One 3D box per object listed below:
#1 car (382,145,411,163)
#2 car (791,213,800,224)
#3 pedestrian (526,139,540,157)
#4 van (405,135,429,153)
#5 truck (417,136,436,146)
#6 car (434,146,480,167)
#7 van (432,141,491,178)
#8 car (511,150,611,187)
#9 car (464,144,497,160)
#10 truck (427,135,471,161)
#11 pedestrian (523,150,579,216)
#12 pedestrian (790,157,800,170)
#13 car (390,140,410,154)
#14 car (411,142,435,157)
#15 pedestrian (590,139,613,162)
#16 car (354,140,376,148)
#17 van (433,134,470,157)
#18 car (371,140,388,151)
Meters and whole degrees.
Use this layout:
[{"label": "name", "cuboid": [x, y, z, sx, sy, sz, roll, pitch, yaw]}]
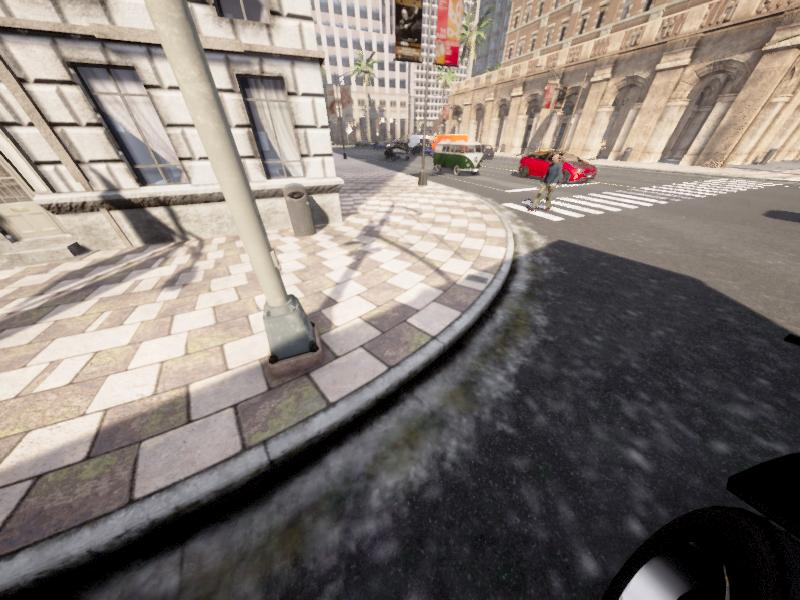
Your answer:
[{"label": "car", "cuboid": [-0.490, -16.805, 26.514, 1.812, 1.442, 4.674, -13, 38, -18]}, {"label": "car", "cuboid": [13.831, -2.287, 5.740, 1.845, 1.501, 3.633, -14, 37, -18]}, {"label": "pedestrian", "cuboid": [16.935, -19.365, 29.361, 0.751, 1.860, 0.751, -7, 36, -10]}, {"label": "van", "cuboid": [2.956, -28.426, 42.032, 1.988, 2.561, 5.915, -13, 37, -18]}, {"label": "truck", "cuboid": [8.302, -49.519, 71.989, 5.204, 2.467, 2.627, -13, 37, -18]}, {"label": "car", "cuboid": [5.333, -13.968, 22.407, 1.837, 1.490, 4.892, -14, 37, -18]}, {"label": "van", "cuboid": [4.257, -10.412, 16.938, 1.775, 1.987, 4.442, -14, 37, -18]}, {"label": "car", "cuboid": [9.516, -8.219, 14.190, 2.007, 1.525, 4.514, -14, 37, -18]}, {"label": "car", "cuboid": [9.830, -18.304, 28.496, 1.845, 1.501, 3.633, -13, 37, -18]}, {"label": "truck", "cuboid": [5.868, -18.920, 28.581, 2.627, 2.467, 5.204, -13, 37, -18]}, {"label": "pedestrian", "cuboid": [5.042, -3.956, 7.838, 0.751, 1.860, 0.751, -12, 37, -16]}, {"label": "pedestrian", "cuboid": [29.449, -10.332, 16.458, 0.751, 1.860, 0.751, -13, 37, -17]}, {"label": "car", "cuboid": [-0.084, -27.092, 40.738, 1.932, 1.855, 4.605, -13, 38, -18]}, {"label": "car", "cuboid": [3.244, -22.280, 34.116, 1.851, 1.617, 3.988, -13, 37, -18]}, {"label": "pedestrian", "cuboid": [19.906, -14.799, 22.861, 0.751, 1.860, 0.751, -10, 36, -13]}, {"label": "car", "cuboid": [-9.051, -40.753, 60.385, 5.238, 1.638, 1.930, -13, 37, -18]}, {"label": "van", "cuboid": [7.227, -22.382, 33.427, 1.988, 2.561, 5.915, -13, 37, -18]}, {"label": "car", "cuboid": [-4.509, -33.194, 49.493, 2.097, 1.767, 4.553, -14, 38, -19]}]
